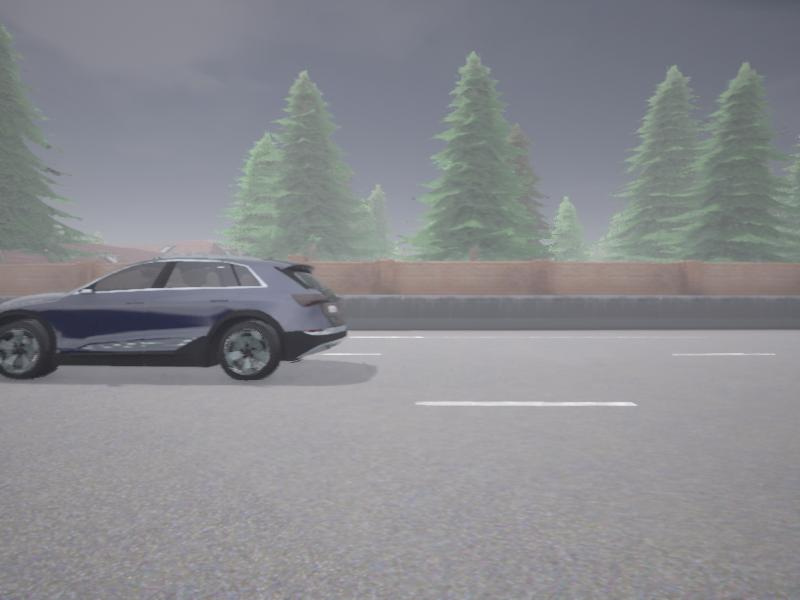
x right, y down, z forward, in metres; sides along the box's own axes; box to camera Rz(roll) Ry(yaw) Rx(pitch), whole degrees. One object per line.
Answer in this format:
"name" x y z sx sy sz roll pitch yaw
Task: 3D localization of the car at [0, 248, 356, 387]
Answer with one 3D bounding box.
"car" -3.211 0.190 5.863 4.856 1.649 2.033 0 0 2
